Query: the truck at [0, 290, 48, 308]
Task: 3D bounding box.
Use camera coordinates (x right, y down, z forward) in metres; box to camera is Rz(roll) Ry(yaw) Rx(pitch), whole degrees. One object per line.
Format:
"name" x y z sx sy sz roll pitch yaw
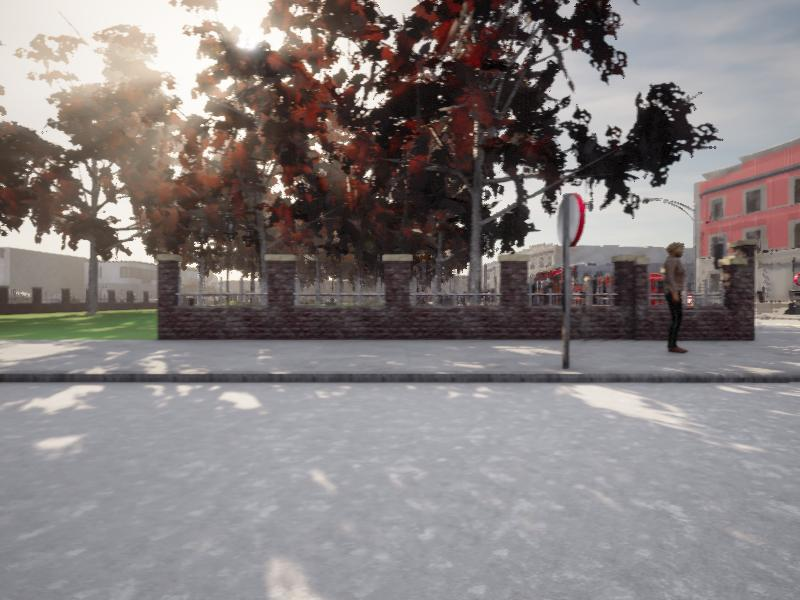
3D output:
"truck" -46.424 -0.081 47.973 6.274 2.098 2.390 0 0 0

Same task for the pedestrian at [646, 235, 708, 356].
"pedestrian" 4.616 -0.064 6.662 0.751 1.860 0.751 0 0 42

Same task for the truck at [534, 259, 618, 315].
"truck" 13.535 -0.915 31.754 2.891 3.827 8.468 0 0 0

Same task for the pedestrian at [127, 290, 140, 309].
"pedestrian" -26.425 -0.080 39.629 0.751 1.860 0.751 0 0 0

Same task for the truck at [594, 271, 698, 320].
"truck" 13.540 -0.237 22.593 2.627 2.467 5.204 0 0 -1

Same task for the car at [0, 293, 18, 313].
"car" -31.532 0.221 29.497 2.128 1.511 4.902 0 0 -3

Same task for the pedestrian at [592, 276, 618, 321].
"pedestrian" 8.750 -0.062 17.087 0.751 1.860 0.751 0 0 0

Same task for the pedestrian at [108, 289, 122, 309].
"pedestrian" -26.434 -0.080 37.066 0.751 1.860 0.751 0 0 -1

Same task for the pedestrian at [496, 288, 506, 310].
"pedestrian" 8.729 -0.063 34.652 0.751 1.860 0.751 0 0 23
